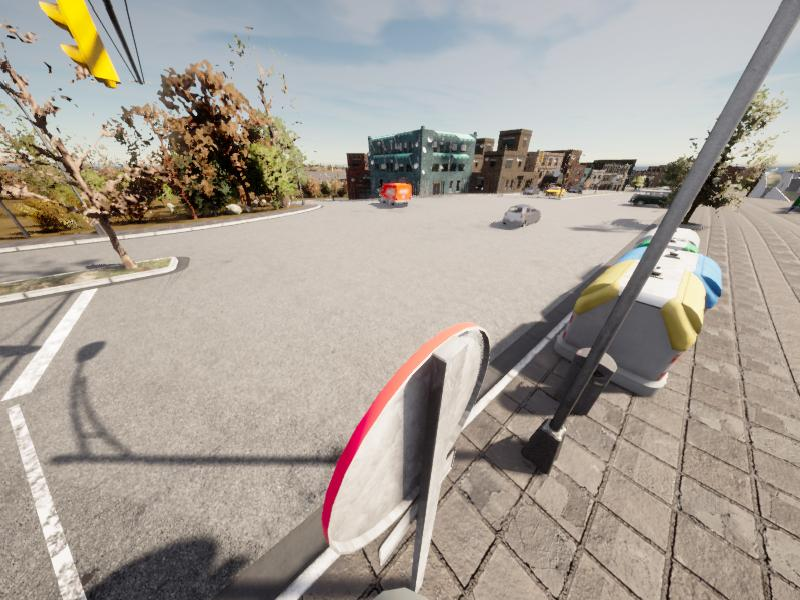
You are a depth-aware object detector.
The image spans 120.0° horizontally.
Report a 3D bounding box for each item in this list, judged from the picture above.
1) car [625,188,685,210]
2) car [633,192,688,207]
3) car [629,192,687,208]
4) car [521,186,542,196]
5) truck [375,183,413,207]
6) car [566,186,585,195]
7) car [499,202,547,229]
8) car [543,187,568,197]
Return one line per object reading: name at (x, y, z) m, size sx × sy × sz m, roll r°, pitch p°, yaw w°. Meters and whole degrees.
car at (32.099, -12.864, 29.311) m, size 4.442 × 1.987 × 1.878 m, roll 17°, pitch 33°, yaw 25°
car at (36.754, -14.328, 32.812) m, size 4.674 × 1.452 × 2.002 m, roll 17°, pitch 33°, yaw 25°
car at (34.472, -13.468, 31.109) m, size 4.674 × 1.452 × 2.002 m, roll 17°, pitch 32°, yaw 25°
car at (24.444, -20.318, 42.967) m, size 3.633 × 1.501 × 1.845 m, roll -21°, pitch 36°, yaw -35°
truck at (-0.861, -13.882, 30.329) m, size 2.627 × 2.467 × 5.204 m, roll -16°, pitch 33°, yaw -27°
car at (37.471, -23.358, 49.321) m, size 4.193 × 1.474 × 1.816 m, roll -21°, pitch 36°, yaw -35°
car at (10.102, -6.998, 18.899) m, size 3.633 × 1.501 × 1.845 m, roll -23°, pitch 36°, yaw -33°
car at (28.887, -20.127, 42.861) m, size 5.008 × 1.535 × 1.882 m, roll -21°, pitch 36°, yaw -35°
